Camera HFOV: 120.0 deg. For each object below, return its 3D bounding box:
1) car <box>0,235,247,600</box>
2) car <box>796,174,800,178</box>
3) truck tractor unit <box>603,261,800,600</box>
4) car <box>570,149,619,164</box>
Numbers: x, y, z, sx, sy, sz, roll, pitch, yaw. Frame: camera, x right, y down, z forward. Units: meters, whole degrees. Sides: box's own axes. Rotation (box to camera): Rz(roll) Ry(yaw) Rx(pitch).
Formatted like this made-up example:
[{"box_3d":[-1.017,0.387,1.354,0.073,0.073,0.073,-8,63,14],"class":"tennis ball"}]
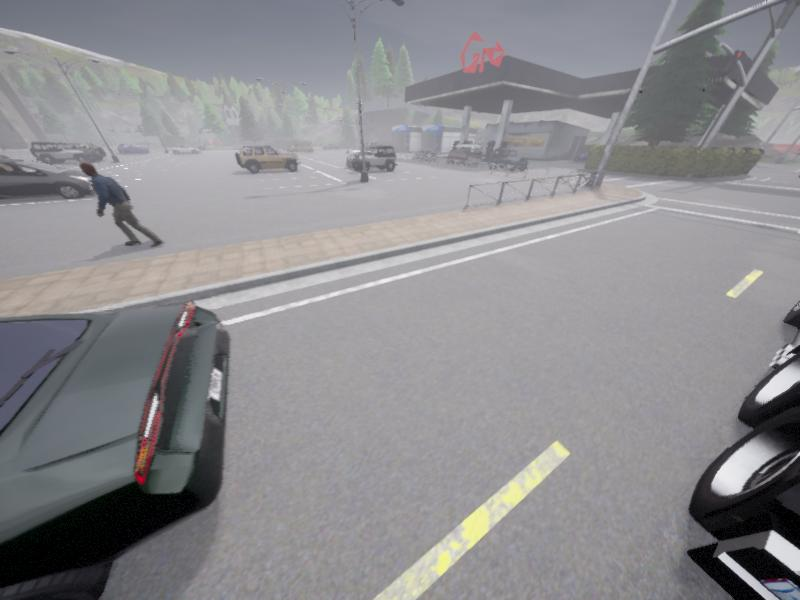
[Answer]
[{"box_3d":[-3.733,1.206,0.901,4.974,1.542,2.038,-17,39,-24],"class":"car"},{"box_3d":[35.546,-10.946,19.171,4.674,1.442,1.812,-17,37,-24],"class":"car"},{"box_3d":[5.130,-0.285,0.796,6.516,4.208,3.053,-18,40,-25],"class":"truck tractor unit"},{"box_3d":[27.826,-20.658,33.182,2.242,1.667,4.611,-18,39,-24],"class":"car"}]
